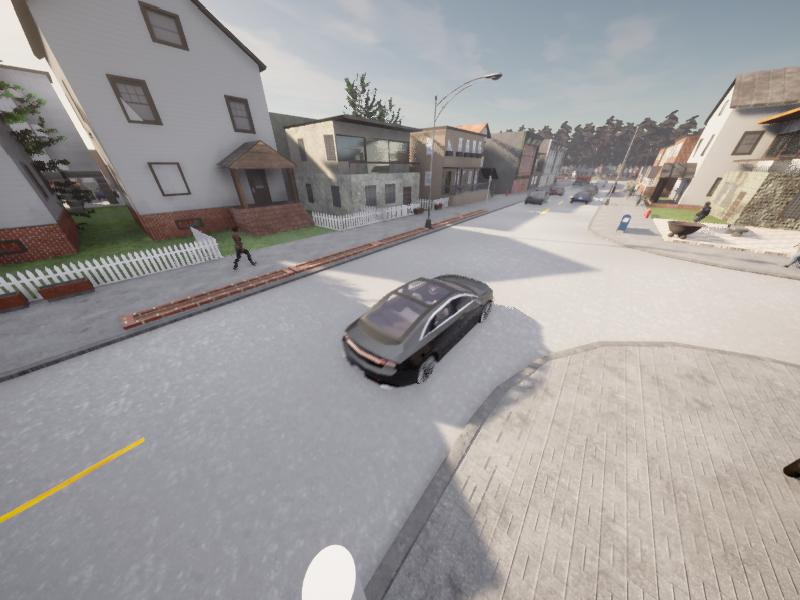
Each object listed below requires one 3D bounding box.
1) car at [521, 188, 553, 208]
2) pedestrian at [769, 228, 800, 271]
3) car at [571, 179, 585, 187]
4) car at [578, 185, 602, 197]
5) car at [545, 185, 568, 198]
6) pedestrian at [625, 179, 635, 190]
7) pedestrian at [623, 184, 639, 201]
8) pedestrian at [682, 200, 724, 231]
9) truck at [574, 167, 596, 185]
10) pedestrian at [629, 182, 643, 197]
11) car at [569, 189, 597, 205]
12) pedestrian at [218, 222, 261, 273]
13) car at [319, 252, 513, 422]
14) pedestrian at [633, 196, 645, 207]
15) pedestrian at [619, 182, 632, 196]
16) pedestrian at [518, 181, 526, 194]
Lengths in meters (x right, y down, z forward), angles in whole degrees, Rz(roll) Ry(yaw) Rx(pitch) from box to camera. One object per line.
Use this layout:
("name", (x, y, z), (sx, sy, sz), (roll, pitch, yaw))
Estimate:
("car", (16.649, -12.447, 27.924), (1.930, 1.638, 5.238), (22, 37, 33))
("pedestrian", (17.183, -2.219, 9.715), (0.751, 1.860, 0.751), (8, 31, 14))
("car", (41.191, -27.116, 53.425), (1.789, 1.549, 3.705), (21, 36, 32))
("car", (30.406, -17.481, 36.890), (2.033, 1.411, 5.357), (24, 38, 35))
("car", (24.420, -16.920, 35.945), (1.994, 1.385, 4.181), (22, 37, 33))
("pedestrian", (44.204, -22.243, 44.415), (0.751, 1.860, 0.751), (-24, 38, -35))
("pedestrian", (30.533, -14.219, 30.516), (0.751, 1.860, 0.751), (-24, 38, -35))
("pedestrian", (20.070, -5.609, 15.351), (0.751, 1.860, 0.751), (3, 30, 5))
("truck", (48.031, -32.176, 59.915), (2.891, 3.827, 8.468), (22, 36, 32))
("pedestrian", (35.266, -16.556, 34.564), (0.751, 1.860, 0.751), (-26, 39, -37))
("car", (23.601, -13.351, 29.762), (1.994, 1.385, 4.181), (24, 38, 35))
("pedestrian", (-6.738, -2.227, 9.746), (0.751, 1.860, 0.751), (18, 35, 28))
("car", (0.799, 0.283, 6.005), (2.128, 1.511, 4.902), (24, 38, 35))
("pedestrian", (26.316, -10.872, 25.479), (0.500, 1.100, 0.500), (17, 34, 27))
("pedestrian", (34.398, -16.911, 35.179), (0.751, 1.860, 0.751), (-26, 39, -37))
("pedestrian", (19.969, -18.453, 37.851), (0.751, 1.860, 0.751), (11, 32, 19))
